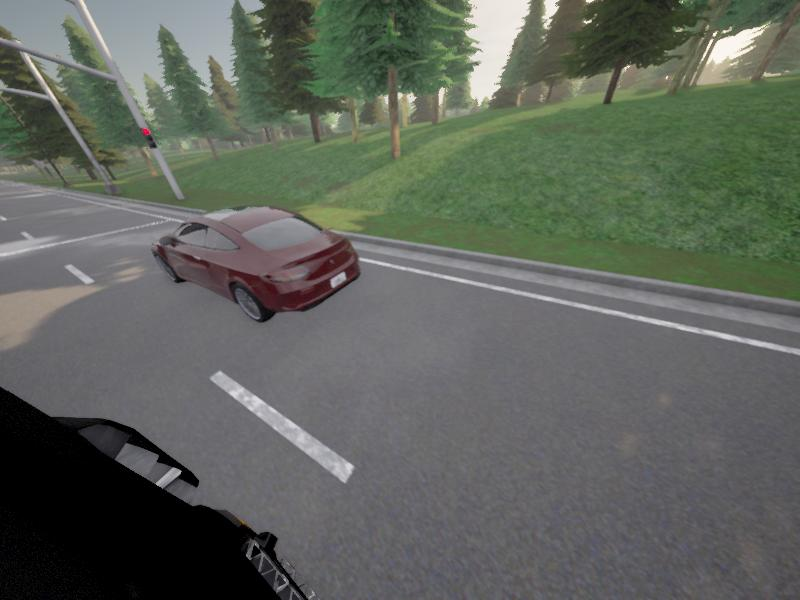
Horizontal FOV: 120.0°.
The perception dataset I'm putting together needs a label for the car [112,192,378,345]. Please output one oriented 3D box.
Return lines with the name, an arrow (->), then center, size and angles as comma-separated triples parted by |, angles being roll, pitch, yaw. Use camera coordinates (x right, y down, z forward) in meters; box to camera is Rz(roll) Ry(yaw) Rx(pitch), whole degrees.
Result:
car -> -2.932, -1.010, 4.392 | 4.674, 1.442, 1.812 | 16, 38, 26
